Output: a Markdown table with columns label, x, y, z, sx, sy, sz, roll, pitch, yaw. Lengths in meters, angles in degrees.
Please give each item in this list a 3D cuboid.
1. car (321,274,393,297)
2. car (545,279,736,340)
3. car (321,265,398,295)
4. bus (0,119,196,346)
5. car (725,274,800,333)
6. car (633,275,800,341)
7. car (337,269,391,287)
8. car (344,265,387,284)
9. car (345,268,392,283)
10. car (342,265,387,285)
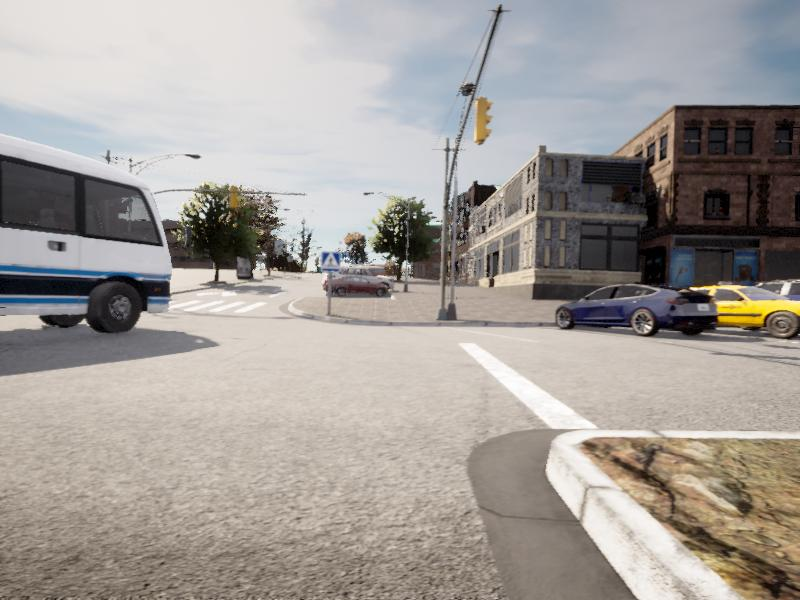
| label | x | y | z | sx | sy | sz | roll | pitch | yaw |
| --- | --- | --- | --- | --- | --- | --- | --- | --- | --- |
| car | -3.096 | -1.030 | 28.523 | 4.674 | 1.452 | 2.002 | 1 | 5 | -23 |
| car | 6.952 | 0.262 | 12.342 | 2.163 | 1.488 | 4.792 | 0 | -1 | -18 |
| car | -3.202 | -1.602 | 31.515 | 5.566 | 2.045 | 2.435 | 1 | 5 | -23 |
| bus | -9.847 | -1.350 | 7.409 | 3.944 | 4.253 | 10.273 | 3 | 1 | 29 |
| car | 12.928 | 0.111 | 11.936 | 2.185 | 1.767 | 4.553 | 1 | -1 | -17 |
| car | 9.975 | 0.226 | 11.865 | 1.946 | 1.575 | 5.366 | 1 | -1 | -18 |
| car | -3.654 | -2.199 | 40.540 | 4.892 | 1.521 | 2.231 | 1 | 5 | -23 |
| car | -4.016 | -2.991 | 46.488 | 4.442 | 1.987 | 1.878 | 1 | 6 | -23 |
| car | -3.886 | -3.049 | 49.637 | 5.366 | 1.575 | 1.946 | 1 | 5 | -23 |
| car | -3.877 | -2.708 | 43.476 | 4.442 | 1.987 | 1.878 | 1 | 6 | -23 |
